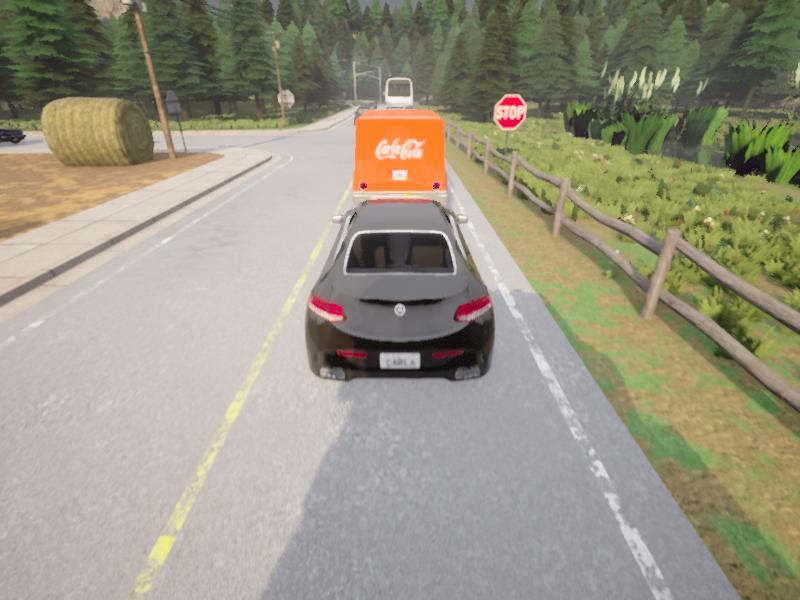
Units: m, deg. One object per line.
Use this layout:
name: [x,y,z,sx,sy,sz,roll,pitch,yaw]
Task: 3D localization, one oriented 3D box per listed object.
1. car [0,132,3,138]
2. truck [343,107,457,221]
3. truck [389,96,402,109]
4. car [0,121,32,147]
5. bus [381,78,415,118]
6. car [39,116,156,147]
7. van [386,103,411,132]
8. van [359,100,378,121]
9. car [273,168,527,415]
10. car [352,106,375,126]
car: [-30.637,-11.742,27.284,4.514,1.525,2.007,-1,28,-2]
truck: [0.003,-4.337,12.034,2.627,2.467,5.204,0,28,0]
truck: [-0.935,-37.346,75.435,2.390,2.098,6.274,-1,28,-1]
car: [-25.911,-10.121,24.436,4.718,1.301,1.895,-1,28,-2]
bus: [-0.328,-26.124,51.697,3.944,4.253,10.273,-1,27,-1]
car: [-18.496,-10.417,24.687,5.366,1.575,1.801,-1,28,-2]
van: [-0.082,-15.692,34.223,1.775,1.987,4.442,2,28,3]
van: [-3.497,-21.326,44.978,1.775,1.987,4.442,0,28,0]
car: [0.001,-0.698,6.003,2.152,1.651,5.027,0,28,0]
car: [-3.493,-17.876,38.859,1.789,1.549,3.705,0,28,0]
